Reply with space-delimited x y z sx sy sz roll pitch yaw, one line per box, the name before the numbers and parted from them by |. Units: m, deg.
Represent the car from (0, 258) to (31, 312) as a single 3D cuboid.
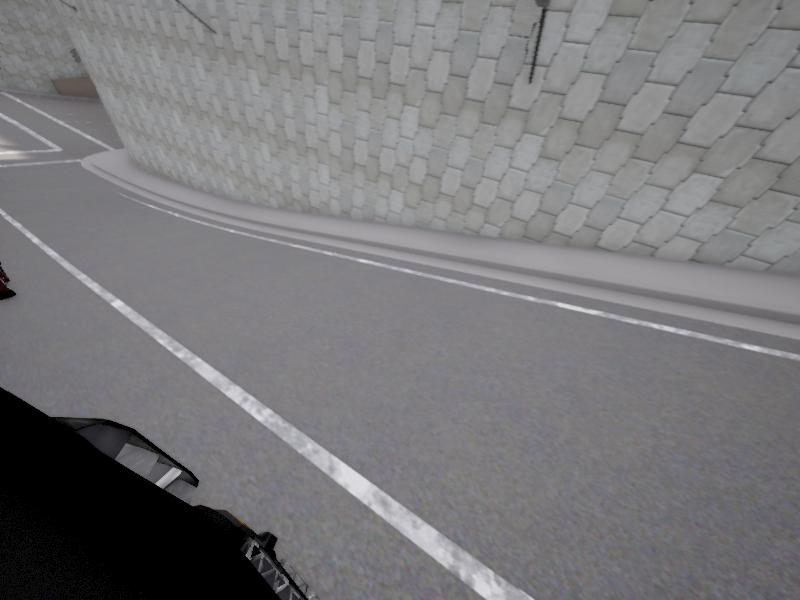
car | -9.156 -0.623 4.056 4.181 1.385 1.994 18 38 25
